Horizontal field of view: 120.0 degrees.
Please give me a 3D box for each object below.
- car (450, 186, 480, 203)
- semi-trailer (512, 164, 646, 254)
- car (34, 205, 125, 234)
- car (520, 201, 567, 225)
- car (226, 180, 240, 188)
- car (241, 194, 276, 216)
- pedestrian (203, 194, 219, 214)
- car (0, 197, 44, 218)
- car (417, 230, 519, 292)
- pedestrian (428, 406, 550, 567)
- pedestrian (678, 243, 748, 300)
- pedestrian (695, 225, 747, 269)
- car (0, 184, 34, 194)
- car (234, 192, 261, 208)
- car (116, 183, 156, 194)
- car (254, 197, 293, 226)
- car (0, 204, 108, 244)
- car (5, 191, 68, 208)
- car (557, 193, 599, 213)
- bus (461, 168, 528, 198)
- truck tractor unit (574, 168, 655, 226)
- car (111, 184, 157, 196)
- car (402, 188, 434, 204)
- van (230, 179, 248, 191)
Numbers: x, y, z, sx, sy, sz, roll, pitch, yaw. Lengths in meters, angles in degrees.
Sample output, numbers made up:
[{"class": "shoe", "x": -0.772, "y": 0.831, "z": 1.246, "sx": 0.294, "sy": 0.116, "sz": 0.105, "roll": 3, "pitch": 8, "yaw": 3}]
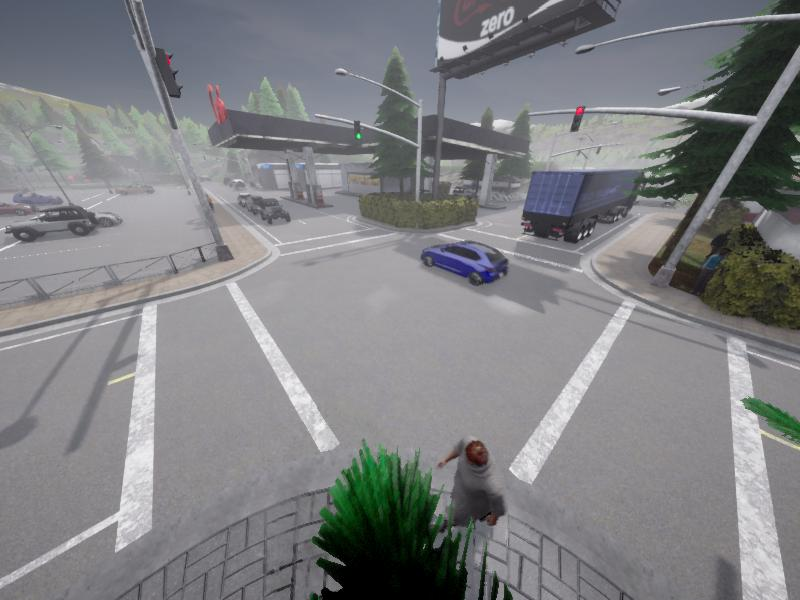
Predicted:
[{"class": "car", "x": 9.747, "y": -16.005, "z": 34.849, "sx": 1.905, "sy": 1.878, "sz": 3.866, "roll": -23, "pitch": 37, "yaw": -34}, {"class": "semi-trailer", "x": 13.587, "y": -7.279, "z": 16.804, "sx": 14.254, "sy": 4.402, "sz": 2.717, "roll": -22, "pitch": 37, "yaw": -34}, {"class": "car", "x": -25.501, "y": -6.610, "z": 18.671, "sx": 3.806, "sy": 1.475, "sz": 1.970, "roll": -23, "pitch": 37, "yaw": -34}, {"class": "car", "x": 13.323, "y": -8.082, "z": 21.356, "sx": 4.674, "sy": 1.442, "sz": 1.812, "roll": -22, "pitch": 36, "yaw": -34}, {"class": "car", "x": -42.334, "y": -29.410, "z": 58.482, "sx": 2.007, "sy": 1.525, "sz": 4.514, "roll": -22, "pitch": 37, "yaw": -33}, {"class": "car", "x": -15.972, "y": -10.737, "z": 25.967, "sx": 2.033, "sy": 1.649, "sz": 4.856, "roll": -22, "pitch": 37, "yaw": -33}, {"class": "pedestrian", "x": -19.718, "y": -10.000, "z": 24.105, "sx": 0.751, "sy": 1.860, "sz": 0.751, "roll": -23, "pitch": 37, "yaw": -34}, {"class": "car", "x": -39.420, "y": -8.945, "z": 22.590, "sx": 4.514, "sy": 1.523, "sz": 2.007, "roll": -23, "pitch": 37, "yaw": -34}, {"class": "car", "x": 2.921, "y": -2.031, "z": 10.911, "sx": 1.816, "sy": 1.474, "sz": 4.193, "roll": -21, "pitch": 36, "yaw": -34}, {"class": "pedestrian", "x": 0.829, "y": 2.196, "z": 2.670, "sx": 0.751, "sy": 1.860, "sz": 0.751, "roll": -4, "pitch": 30, "yaw": -6}, {"class": "pedestrian", "x": 11.558, "y": -1.045, "z": 8.594, "sx": 0.751, "sy": 1.860, "sz": 0.751, "roll": -15, "pitch": 33, "yaw": -25}, {"class": "pedestrian", "x": 15.351, "y": -2.541, "z": 11.090, "sx": 0.751, "sy": 1.860, "sz": 0.751, "roll": -21, "pitch": 36, "yaw": -31}, {"class": "car", "x": -75.561, "y": -21.354, "z": 44.506, "sx": 4.792, "sy": 1.488, "sz": 2.163, "roll": -23, "pitch": 37, "yaw": -34}, {"class": "car", "x": -19.994, "y": -13.111, "z": 30.230, "sx": 1.970, "sy": 1.475, "sz": 3.806, "roll": -22, "pitch": 37, "yaw": -33}, {"class": "car", "x": -49.532, "y": -20.953, "z": 43.472, "sx": 4.514, "sy": 1.523, "sz": 2.007, "roll": -23, "pitch": 37, "yaw": -34}, {"class": "car", "x": -11.869, "y": -8.361, "z": 21.588, "sx": 1.905, "sy": 1.878, "sz": 3.866, "roll": -22, "pitch": 37, "yaw": -33}, {"class": "car", "x": -23.841, "y": -5.383, "z": 15.979, "sx": 3.866, "sy": 1.878, "sz": 1.905, "roll": -23, "pitch": 37, "yaw": -34}, {"class": "car", "x": -45.788, "y": -12.777, "z": 29.270, "sx": 3.633, "sy": 1.501, "sz": 1.845, "roll": -23, "pitch": 37, "yaw": -34}, {"class": "car", "x": 20.311, "y": -11.090, "z": 26.309, "sx": 4.902, "sy": 1.511, "sz": 2.128, "roll": -22, "pitch": 37, "yaw": -33}, {"class": "bus", "x": 16.717, "y": -21.582, "z": 42.126, "sx": 3.944, "sy": 4.253, "sz": 10.273, "roll": -22, "pitch": 37, "yaw": -33}, {"class": "truck tractor unit", "x": 19.680, "y": -9.715, "z": 21.227, "sx": 6.516, "sy": 4.208, "sz": 3.053, "roll": -23, "pitch": 37, "yaw": -33}, {"class": "car", "x": -47.482, "y": -19.774, "z": 41.410, "sx": 5.027, "sy": 1.636, "sz": 2.152, "roll": -23, "pitch": 37, "yaw": -34}, {"class": "car", "x": 2.620, "y": -15.713, "z": 34.677, "sx": 2.242, "sy": 1.667, "sz": 4.611, "roll": -23, "pitch": 37, "yaw": -34}, {"class": "van", "x": -36.144, "y": -25.908, "z": 51.832, "sx": 2.069, "sy": 2.038, "sz": 4.480, "roll": -22, "pitch": 37, "yaw": -33}]
